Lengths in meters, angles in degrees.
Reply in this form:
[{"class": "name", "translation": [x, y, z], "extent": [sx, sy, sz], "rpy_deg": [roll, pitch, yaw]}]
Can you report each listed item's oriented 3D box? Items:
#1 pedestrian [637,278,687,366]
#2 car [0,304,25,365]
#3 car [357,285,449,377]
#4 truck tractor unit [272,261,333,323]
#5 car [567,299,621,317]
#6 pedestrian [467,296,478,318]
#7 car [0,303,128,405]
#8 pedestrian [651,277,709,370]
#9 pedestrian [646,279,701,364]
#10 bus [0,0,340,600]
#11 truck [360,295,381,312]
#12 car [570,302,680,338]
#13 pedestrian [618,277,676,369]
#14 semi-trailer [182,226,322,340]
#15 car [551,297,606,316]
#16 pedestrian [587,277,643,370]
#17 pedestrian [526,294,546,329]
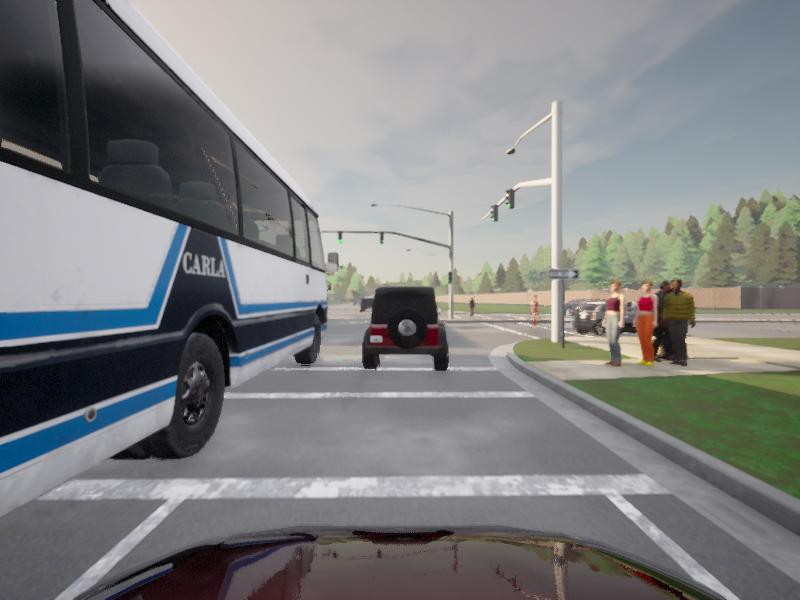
[{"class": "pedestrian", "translation": [5.851, 0.468, 8.978], "extent": [0.751, 1.860, 0.751], "rpy_deg": [0, 0, 17]}, {"class": "car", "translation": [-10.557, 0.839, 8.199], "extent": [1.816, 1.474, 4.193], "rpy_deg": [0, 0, 0]}, {"class": "car", "translation": [0.244, 0.628, 10.144], "extent": [1.905, 1.878, 3.866], "rpy_deg": [0, 0, 6]}, {"class": "truck tractor unit", "translation": [-7.200, -0.579, 30.566], "extent": [3.053, 4.208, 6.516], "rpy_deg": [0, 0, 0]}, {"class": "car", "translation": [17.575, 0.722, 36.364], "extent": [3.988, 1.617, 1.851], "rpy_deg": [0, 0, 0]}, {"class": "pedestrian", "translation": [6.256, 0.574, 34.607], "extent": [0.751, 1.860, 0.751], "rpy_deg": [0, 0, 0]}, {"class": "car", "translation": [-7.053, 0.823, 6.379], "extent": [2.128, 1.511, 4.902], "rpy_deg": [0, 0, 0]}, {"class": "pedestrian", "translation": [5.942, 0.469, 8.500], "extent": [0.751, 1.860, 0.751], "rpy_deg": [0, 0, -31]}, {"class": "pedestrian", "translation": [6.309, 0.468, 9.256], "extent": [0.751, 1.860, 0.751], "rpy_deg": [0, 0, -21]}, {"class": "bus", "translation": [-3.663, -0.544, 6.249], "extent": [3.944, 4.253, 10.273], "rpy_deg": [0, 0, 0]}, {"class": "truck", "translation": [-3.850, 0.446, 53.326], "extent": [2.390, 2.098, 6.274], "rpy_deg": [0, 0, 0]}, {"class": "car", "translation": [9.846, 0.821, 17.723], "extent": [3.806, 1.475, 1.970], "rpy_deg": [0, 0, -4]}, {"class": "pedestrian", "translation": [5.267, 0.469, 8.554], "extent": [0.751, 1.860, 0.751], "rpy_deg": [0, 0, -16]}, {"class": "semi-trailer", "translation": [-7.145, -0.659, 22.652], "extent": [2.717, 4.402, 14.254], "rpy_deg": [0, 0, 0]}, {"class": "car", "translation": [17.708, 0.622, 39.860], "extent": [4.553, 1.767, 2.097], "rpy_deg": [0, 0, 0]}, {"class": "pedestrian", "translation": [4.538, 0.469, 8.481], "extent": [0.751, 1.860, 0.751], "rpy_deg": [0, 0, -11]}, {"class": "pedestrian", "translation": [7.308, 0.598, 21.557], "extent": [0.751, 1.860, 0.751], "rpy_deg": [0, 0, -11]}]
